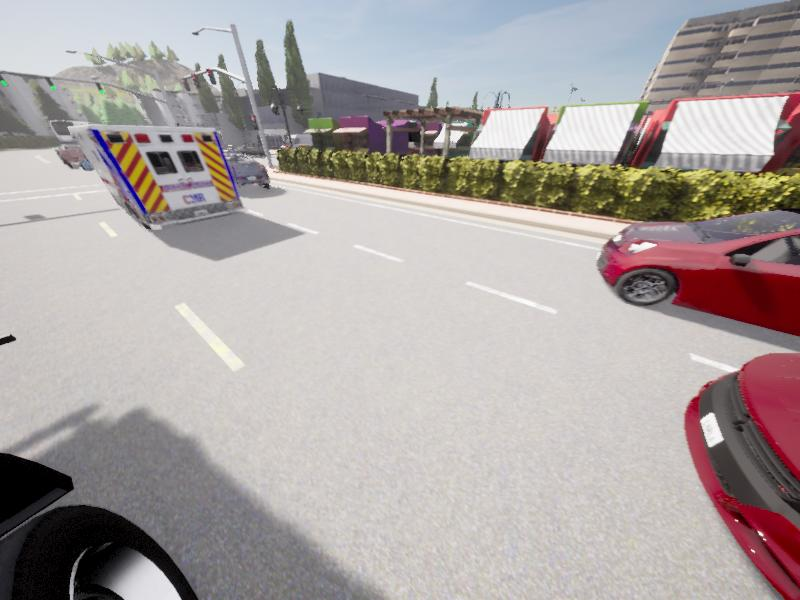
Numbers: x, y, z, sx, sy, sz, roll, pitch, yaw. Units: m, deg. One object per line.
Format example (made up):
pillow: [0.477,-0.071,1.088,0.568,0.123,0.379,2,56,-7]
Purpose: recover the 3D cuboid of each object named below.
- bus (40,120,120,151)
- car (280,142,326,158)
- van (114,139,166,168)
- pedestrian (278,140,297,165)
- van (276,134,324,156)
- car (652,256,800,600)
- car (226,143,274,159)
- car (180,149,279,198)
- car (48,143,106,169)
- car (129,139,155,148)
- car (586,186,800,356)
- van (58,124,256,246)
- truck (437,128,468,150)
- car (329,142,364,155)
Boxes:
bus: [-58.296,-30.337,42.777,3.944,4.253,10.273,-16,38,-21]
car: [-12.966,-20.376,31.332,1.801,1.575,5.366,25,42,31]
van: [-23.505,-13.304,20.865,4.442,1.987,1.775,24,42,30]
pedestrian: [-9.849,-12.968,20.301,0.751,1.860,0.751,20,40,25]
van: [-14.541,-22.920,34.094,1.988,2.561,5.915,25,42,30]
car: [4.295,1.607,0.331,5.008,1.535,1.882,24,41,29]
car: [-19.088,-19.154,29.596,2.007,1.525,4.514,25,42,30]
car: [-8.802,-6.664,11.883,5.027,1.651,2.152,25,42,31]
car: [-28.928,-12.992,20.694,5.027,1.651,2.152,23,41,29]
car: [-57.628,-34.979,51.659,1.851,1.617,3.988,-7,36,-10]
car: [5.249,-0.492,3.321,3.633,1.501,1.845,23,41,29]
van: [-7.855,-4.017,7.435,6.366,2.431,2.351,23,41,29]
truck: [11.892,-36.195,52.023,2.891,3.827,8.468,24,42,30]
car: [-8.266,-23.845,36.291,1.801,1.575,5.366,24,42,30]
